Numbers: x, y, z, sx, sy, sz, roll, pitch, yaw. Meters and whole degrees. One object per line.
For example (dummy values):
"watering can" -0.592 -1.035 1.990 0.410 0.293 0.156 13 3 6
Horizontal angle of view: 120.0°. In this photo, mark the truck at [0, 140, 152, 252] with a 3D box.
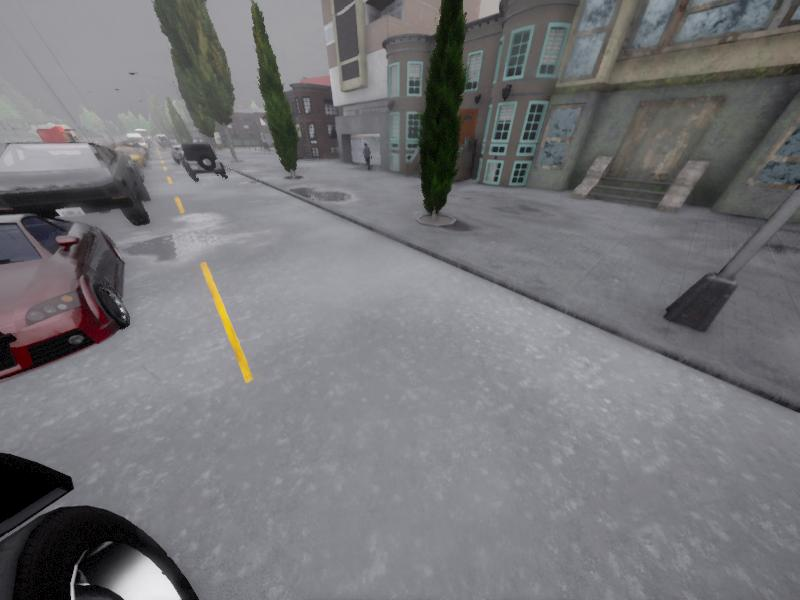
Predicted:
"truck" -10.214 -3.817 7.436 2.390 2.098 6.274 -27 43 -33

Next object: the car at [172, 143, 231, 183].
"car" -12.805 -8.946 14.873 1.905 1.878 3.866 -27 43 -33

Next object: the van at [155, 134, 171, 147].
"van" -62.680 -42.215 61.123 1.988 2.561 5.915 -27 43 -33

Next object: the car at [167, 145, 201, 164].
"car" -22.501 -15.188 24.021 1.970 1.475 3.806 -27 43 -33

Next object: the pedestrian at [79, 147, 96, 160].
"pedestrian" -34.012 -15.964 25.148 0.500 1.100 0.500 -10 37 -15

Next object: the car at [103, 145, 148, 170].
"car" -23.629 -12.478 20.079 1.801 1.575 5.366 -27 43 -33

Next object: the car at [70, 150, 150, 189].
"car" -16.615 -7.809 13.566 2.128 1.511 4.902 -27 43 -33

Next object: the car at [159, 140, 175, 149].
"car" -50.834 -33.963 50.377 1.789 1.549 3.705 -27 43 -33

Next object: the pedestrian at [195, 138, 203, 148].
"pedestrian" -44.549 -34.891 51.259 0.751 1.860 0.751 -21 41 -28

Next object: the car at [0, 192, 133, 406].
"car" -5.550 -0.337 3.195 1.994 1.385 4.181 -29 44 -35

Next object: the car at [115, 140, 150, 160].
"car" -31.534 -17.824 27.356 1.932 1.855 4.605 -27 43 -33

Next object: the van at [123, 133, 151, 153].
"van" -44.541 -26.713 39.259 1.988 2.561 5.915 -27 43 -33

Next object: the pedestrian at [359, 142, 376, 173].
"pedestrian" -2.346 -10.280 16.663 0.751 1.860 0.751 -29 45 -35
